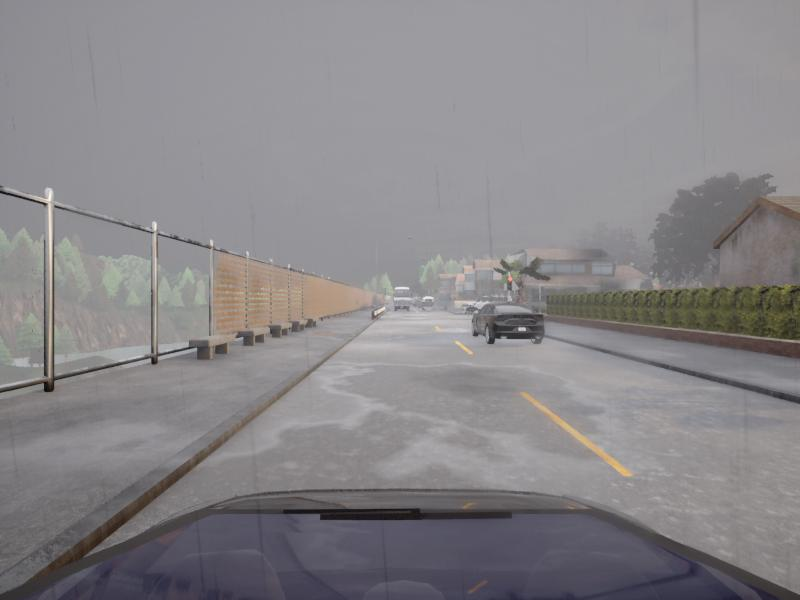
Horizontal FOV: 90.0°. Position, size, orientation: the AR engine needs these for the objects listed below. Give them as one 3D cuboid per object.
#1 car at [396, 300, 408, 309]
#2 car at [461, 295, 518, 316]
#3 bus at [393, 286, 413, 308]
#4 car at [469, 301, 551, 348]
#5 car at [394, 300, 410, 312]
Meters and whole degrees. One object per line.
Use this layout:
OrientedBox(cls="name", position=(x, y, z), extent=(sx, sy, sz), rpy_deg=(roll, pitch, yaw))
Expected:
OrientedBox(cls="car", position=(0.375, 0.824, 72.797), extent=(2.242, 1.667, 4.611), rpy_deg=(0, 0, 0))
OrientedBox(cls="car", position=(9.059, 0.570, 40.722), extent=(5.566, 2.045, 2.150), rpy_deg=(0, 0, 11))
OrientedBox(cls="bus", position=(0.551, -0.539, 83.810), extent=(3.944, 4.253, 10.273), rpy_deg=(0, 0, 0))
OrientedBox(cls="car", position=(4.085, 0.823, 15.817), extent=(1.882, 1.535, 5.008), rpy_deg=(0, 0, 0))
OrientedBox(cls="car", position=(0.314, 0.781, 57.989), extent=(2.152, 1.651, 5.027), rpy_deg=(0, 0, 2))
